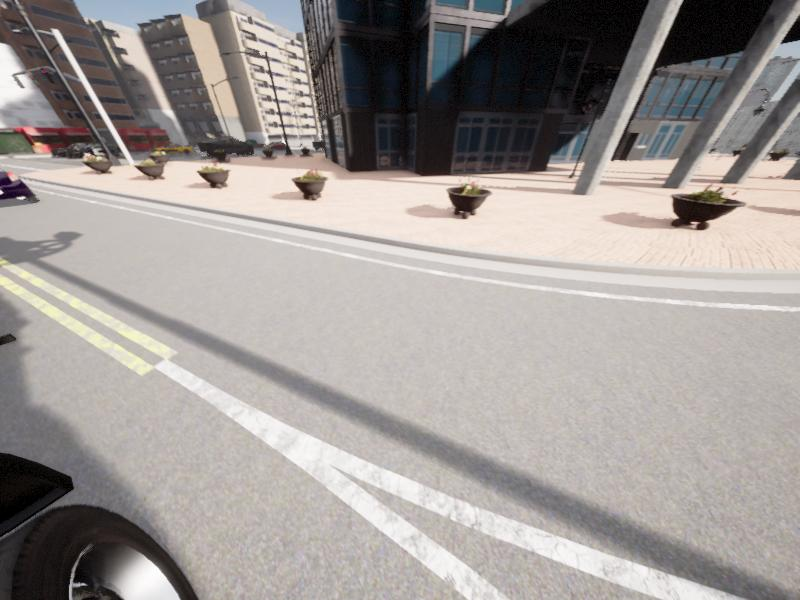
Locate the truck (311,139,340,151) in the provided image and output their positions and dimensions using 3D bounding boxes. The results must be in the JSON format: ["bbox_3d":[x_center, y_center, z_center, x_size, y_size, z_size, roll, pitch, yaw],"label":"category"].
[{"bbox_3d":[-16.383,-34.373,51.274,2.390,2.098,6.274,14,37,19],"label":"truck"}]

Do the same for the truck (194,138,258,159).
[{"bbox_3d":[-23.277,-20.653,31.355,2.390,2.098,6.274,15,37,20],"label":"truck"}]

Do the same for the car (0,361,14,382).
[{"bbox_3d":[-7.109,0.164,2.296,4.974,1.542,2.038,15,38,20],"label":"car"}]

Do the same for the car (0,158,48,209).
[{"bbox_3d":[-16.188,-4.473,8.769,3.633,1.501,1.845,14,38,19],"label":"car"}]

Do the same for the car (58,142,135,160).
[{"bbox_3d":[-36.504,-18.193,28.057,1.930,1.638,5.238,14,37,19],"label":"car"}]

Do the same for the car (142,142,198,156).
[{"bbox_3d":[-33.406,-22.157,33.839,1.801,1.575,5.366,14,37,19],"label":"car"}]

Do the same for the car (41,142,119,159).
[{"bbox_3d":[-39.808,-18.879,28.998,1.930,1.638,5.238,14,37,18],"label":"car"}]

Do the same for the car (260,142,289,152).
[{"bbox_3d":[-25.909,-31.830,47.861,2.033,1.649,4.856,14,37,19],"label":"car"}]

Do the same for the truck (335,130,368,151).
[{"bbox_3d":[-11.080,-36.942,53.544,2.891,3.827,8.468,14,37,19],"label":"truck"}]
